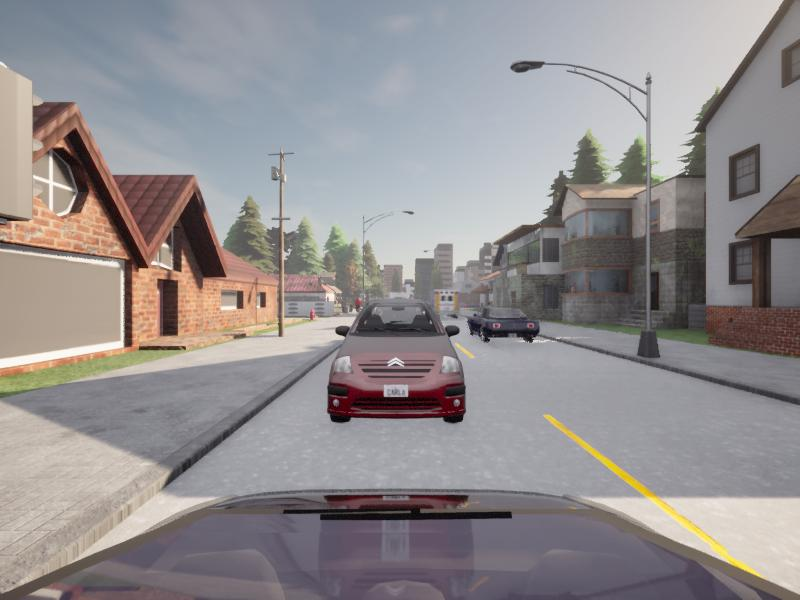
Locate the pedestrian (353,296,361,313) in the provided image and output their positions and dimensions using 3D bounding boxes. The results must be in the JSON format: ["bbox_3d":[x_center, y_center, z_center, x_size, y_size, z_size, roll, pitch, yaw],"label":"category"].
[{"bbox_3d":[-4.802,0.533,44.963,0.751,1.860,0.751,0,0,-16],"label":"pedestrian"}]

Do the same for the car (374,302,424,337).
[{"bbox_3d":[-0.034,0.851,19.556,2.163,1.488,4.792,0,0,0],"label":"car"}]

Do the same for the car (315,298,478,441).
[{"bbox_3d":[-0.037,0.788,6.527,1.851,1.617,3.988,0,0,0],"label":"car"}]

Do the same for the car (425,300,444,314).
[{"bbox_3d":[3.974,0.823,46.993,1.882,1.535,5.008,0,0,0],"label":"car"}]

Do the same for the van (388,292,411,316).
[{"bbox_3d":[-0.027,0.378,44.018,2.351,2.431,6.366,0,0,0],"label":"van"}]

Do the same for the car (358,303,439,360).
[{"bbox_3d":[-0.035,0.851,13.090,2.163,1.488,4.792,0,0,0],"label":"car"}]

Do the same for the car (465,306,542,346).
[{"bbox_3d":[3.963,0.944,16.228,1.895,1.301,4.718,0,0,0],"label":"car"}]

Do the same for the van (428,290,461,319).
[{"bbox_3d":[3.975,0.378,36.922,2.351,2.431,6.366,0,0,0],"label":"van"}]
